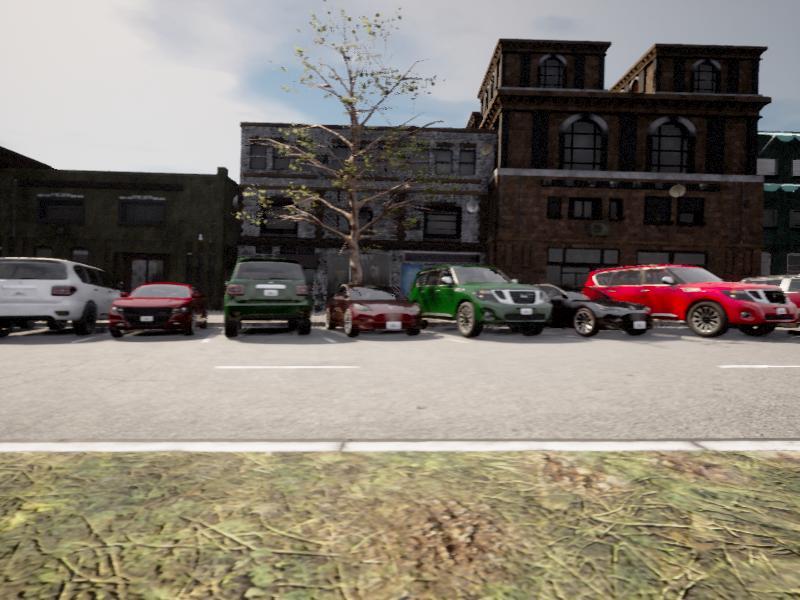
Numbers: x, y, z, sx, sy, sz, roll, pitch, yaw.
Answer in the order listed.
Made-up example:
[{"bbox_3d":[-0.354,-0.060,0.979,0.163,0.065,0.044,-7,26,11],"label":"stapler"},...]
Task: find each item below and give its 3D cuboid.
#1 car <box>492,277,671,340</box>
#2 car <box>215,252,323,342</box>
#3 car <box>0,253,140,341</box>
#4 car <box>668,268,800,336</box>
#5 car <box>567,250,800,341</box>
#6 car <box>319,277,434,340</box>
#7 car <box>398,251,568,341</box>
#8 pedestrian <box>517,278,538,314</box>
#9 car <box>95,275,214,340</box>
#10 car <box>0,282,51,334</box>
[{"bbox_3d":[5.044,0.234,12.034,2.163,1.488,4.792,1,-1,-20],"label":"car"},{"bbox_3d":[-4.002,-0.037,12.077,2.435,2.045,5.566,0,-1,-20],"label":"car"},{"bbox_3d":[-10.010,-0.031,12.069,2.435,2.045,5.566,0,-1,-20],"label":"car"},{"bbox_3d":[11.050,0.073,12.029,2.185,1.767,4.553,0,-1,-20],"label":"car"},{"bbox_3d":[8.054,-0.050,12.041,2.435,2.045,5.566,1,-1,-20],"label":"car"},{"bbox_3d":[-0.968,0.240,12.026,2.163,1.488,4.792,1,-1,-20],"label":"car"},{"bbox_3d":[2.040,-0.044,12.036,2.435,2.045,5.566,1,-1,-20],"label":"car"},{"bbox_3d":[6.787,-0.214,21.320,0.751,1.860,0.751,2,0,-3],"label":"pedestrian"},{"bbox_3d":[-6.991,0.217,12.049,2.097,1.535,5.008,1,-1,-20],"label":"car"},{"bbox_3d":[-13.001,0.223,12.040,2.097,1.535,5.008,1,-1,-20],"label":"car"}]
